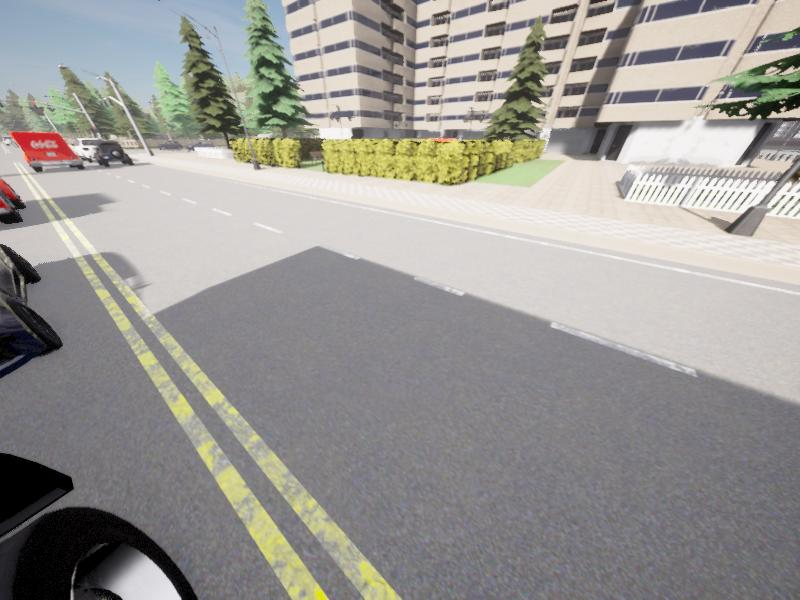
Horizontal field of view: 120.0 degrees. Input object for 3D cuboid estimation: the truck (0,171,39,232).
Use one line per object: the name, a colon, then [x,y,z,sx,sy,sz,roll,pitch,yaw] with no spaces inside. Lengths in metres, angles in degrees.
truck: [-13.831,-3.500,6.642,5.204,2.467,2.627,22,40,28]

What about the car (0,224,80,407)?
car: [-6.273,-0.089,2.547,4.611,1.667,2.242,22,41,28]

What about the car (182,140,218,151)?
car: [-38.568,-29.845,44.634,2.242,1.667,4.611,22,41,28]

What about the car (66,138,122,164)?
car: [-31.912,-15.632,24.074,5.566,2.045,2.150,22,41,28]

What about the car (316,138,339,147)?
car: [-19.422,-42.167,61.831,2.150,2.045,5.566,22,41,28]

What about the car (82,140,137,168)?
car: [-26.116,-13.207,20.811,3.866,1.878,1.905,22,41,28]

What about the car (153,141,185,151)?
car: [-43.658,-29.212,43.669,1.845,1.501,3.633,22,41,28]

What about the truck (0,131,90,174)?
truck: [-27.367,-11.493,17.867,5.204,2.467,2.627,22,41,28]

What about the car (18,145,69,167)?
car: [-32.699,-13.281,21.179,3.633,1.501,1.845,22,41,28]

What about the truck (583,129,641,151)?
truck: [45.944,-35.047,50.578,8.468,3.827,2.891,22,41,28]
